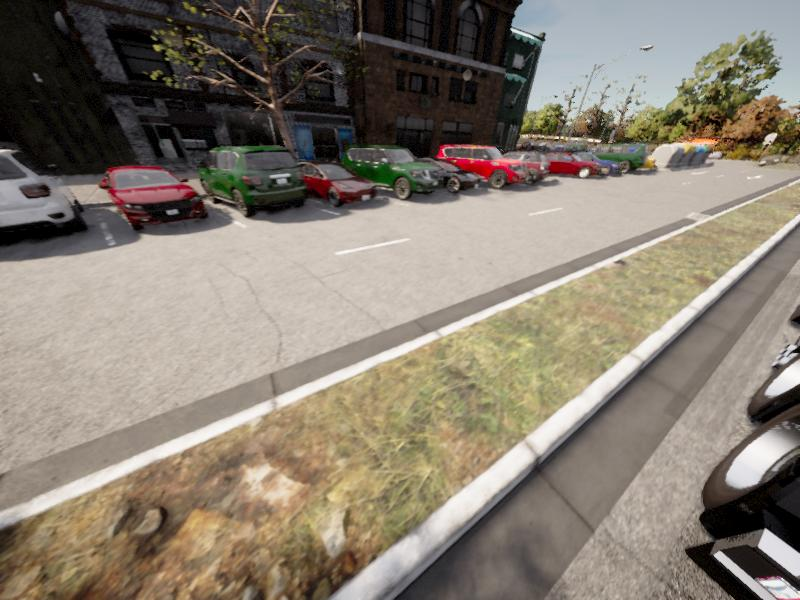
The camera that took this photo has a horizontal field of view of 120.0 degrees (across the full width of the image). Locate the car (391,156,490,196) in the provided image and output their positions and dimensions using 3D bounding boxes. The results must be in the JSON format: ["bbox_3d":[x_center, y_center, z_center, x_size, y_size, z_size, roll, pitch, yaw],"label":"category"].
[{"bbox_3d":[2.049,-6.967,12.726,4.792,1.488,2.163,25,41,32],"label":"car"}]

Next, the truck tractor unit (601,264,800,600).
[{"bbox_3d":[5.113,-0.296,0.781,6.516,4.208,3.053,-18,39,-24],"label":"truck tractor unit"}]

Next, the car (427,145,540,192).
[{"bbox_3d":[4.659,-8.042,13.806,5.566,2.045,2.435,25,41,32],"label":"car"}]

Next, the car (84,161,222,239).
[{"bbox_3d":[-8.404,-3.635,7.779,5.008,1.535,2.097,25,41,32],"label":"car"}]

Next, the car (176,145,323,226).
[{"bbox_3d":[-5.822,-4.690,8.883,5.566,2.045,2.435,25,42,32],"label":"car"}]

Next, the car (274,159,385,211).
[{"bbox_3d":[-3.166,-5.283,10.252,4.792,1.488,2.163,25,41,32],"label":"car"}]

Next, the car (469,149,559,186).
[{"bbox_3d":[7.265,-8.771,15.100,4.553,1.767,2.185,25,42,32],"label":"car"}]

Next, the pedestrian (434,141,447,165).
[{"bbox_3d":[3.936,-14.283,22.475,0.751,1.860,0.751,-19,39,-28],"label":"pedestrian"}]

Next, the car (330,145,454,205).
[{"bbox_3d":[-0.558,-6.359,11.334,5.566,2.045,2.435,25,41,32],"label":"car"}]

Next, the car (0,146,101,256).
[{"bbox_3d":[-11.033,-3.007,6.411,5.566,2.045,2.435,25,42,32],"label":"car"}]
